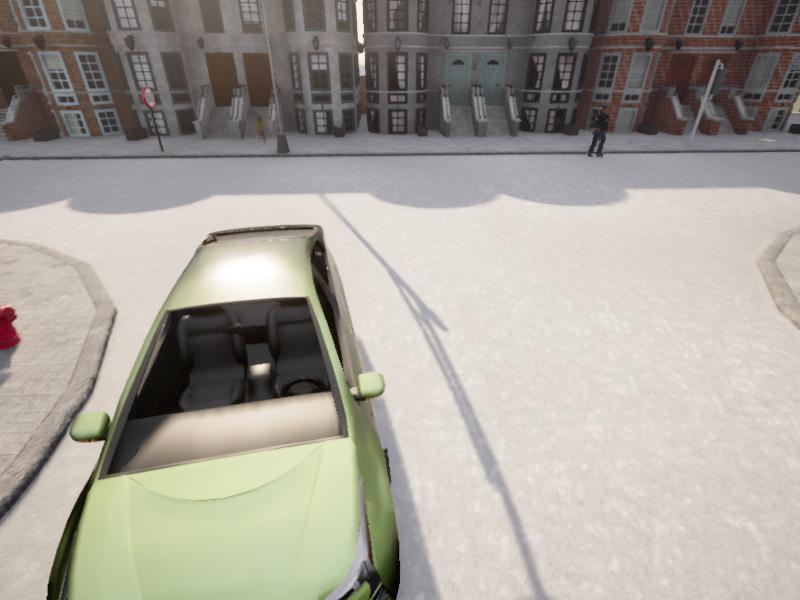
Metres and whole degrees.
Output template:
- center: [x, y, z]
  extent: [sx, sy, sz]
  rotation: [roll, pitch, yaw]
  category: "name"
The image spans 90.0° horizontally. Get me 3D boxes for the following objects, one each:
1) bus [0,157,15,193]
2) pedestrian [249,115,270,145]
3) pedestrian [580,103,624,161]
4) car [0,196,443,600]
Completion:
- center: [-16.078, -3.923, 8.466]
  extent: [10.273, 4.253, 3.944]
  rotation: [-2, 30, -3]
  category: "bus"
- center: [-5.962, -7.230, 16.993]
  extent: [0.500, 1.100, 0.500]
  rotation: [4, 31, 6]
  category: "pedestrian"
- center: [7.324, -6.132, 14.587]
  extent: [0.751, 1.860, 0.751]
  rotation: [-2, 30, -3]
  category: "pedestrian"
- center: [-1.292, 0.476, 3.668]
  extent: [2.007, 1.525, 4.514]
  rotation: [-6, 31, -11]
  category: "car"
